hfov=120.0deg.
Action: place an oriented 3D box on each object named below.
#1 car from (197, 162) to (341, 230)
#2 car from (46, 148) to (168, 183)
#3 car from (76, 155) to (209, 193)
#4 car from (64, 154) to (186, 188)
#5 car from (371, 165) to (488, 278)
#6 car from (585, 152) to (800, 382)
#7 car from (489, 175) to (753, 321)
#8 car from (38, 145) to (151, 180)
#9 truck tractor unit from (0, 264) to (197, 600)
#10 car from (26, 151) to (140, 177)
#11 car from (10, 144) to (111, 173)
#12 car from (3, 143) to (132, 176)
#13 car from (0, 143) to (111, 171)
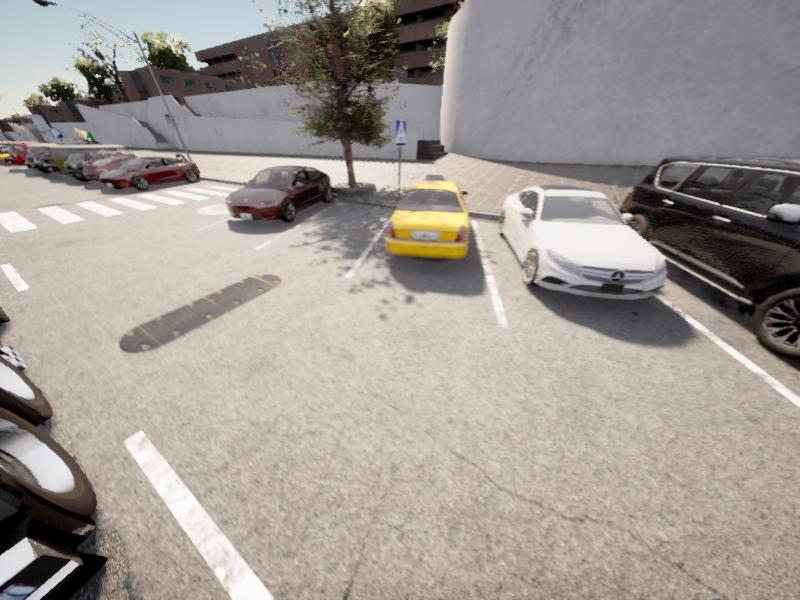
[{"bbox_3d":[-4.306,-4.226,8.806,2.163,1.488,4.792,6,35,8],"label":"car"},{"bbox_3d":[-19.893,-9.472,16.116,2.185,1.767,4.553,6,35,8],"label":"car"},{"bbox_3d":[-14.703,-7.641,13.743,2.163,1.488,4.792,6,35,8],"label":"car"},{"bbox_3d":[-17.307,-8.502,15.006,2.002,1.452,4.674,6,35,8],"label":"car"},{"bbox_3d":[0.922,-2.665,6.491,1.946,1.575,5.366,6,35,8],"label":"car"},{"bbox_3d":[6.100,-1.052,3.698,2.435,2.045,5.566,6,35,8],"label":"car"},{"bbox_3d":[3.500,-1.680,5.129,2.002,1.452,4.674,6,35,8],"label":"car"},{"bbox_3d":[-22.452,-10.485,17.407,1.878,1.987,4.442,6,35,8],"label":"car"},{"bbox_3d":[-5.112,-0.300,0.785,6.516,4.208,3.053,18,39,24],"label":"truck tractor unit"},{"bbox_3d":[-25.056,-11.078,18.661,2.231,1.521,4.892,6,35,8],"label":"car"},{"bbox_3d":[-30.234,-12.901,20.896,1.878,1.987,4.442,6,35,8],"label":"car"},{"bbox_3d":[-27.635,-12.122,19.727,2.435,2.045,5.566,6,35,8],"label":"car"},{"bbox_3d":[-32.802,-13.854,22.228,2.435,2.045,5.566,6,35,8],"label":"car"}]
